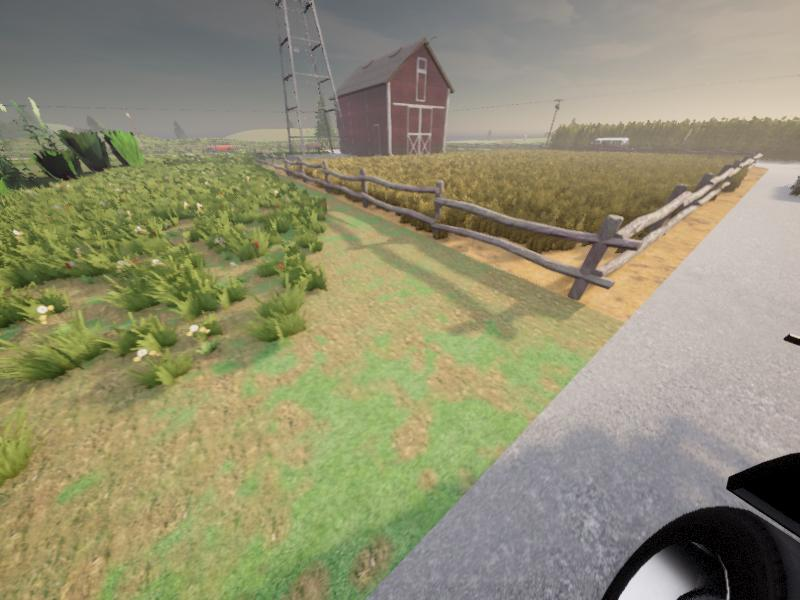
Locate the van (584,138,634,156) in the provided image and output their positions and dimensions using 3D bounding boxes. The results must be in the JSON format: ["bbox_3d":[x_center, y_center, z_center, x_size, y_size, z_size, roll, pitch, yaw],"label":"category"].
[{"bbox_3d":[29.453,-21.755,32.773,2.069,2.038,4.480,-22,41,-28],"label":"van"}]

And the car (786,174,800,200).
[{"bbox_3d":[19.272,-5.301,10.156,4.718,1.301,1.895,-22,41,-28],"label":"car"}]

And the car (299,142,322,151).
[{"bbox_3d":[-18.661,-31.987,48.140,3.806,1.475,1.970,-18,39,-24],"label":"car"}]

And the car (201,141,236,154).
[{"bbox_3d":[-32.573,-27.509,41.617,4.553,1.767,2.097,-18,39,-24],"label":"car"}]
